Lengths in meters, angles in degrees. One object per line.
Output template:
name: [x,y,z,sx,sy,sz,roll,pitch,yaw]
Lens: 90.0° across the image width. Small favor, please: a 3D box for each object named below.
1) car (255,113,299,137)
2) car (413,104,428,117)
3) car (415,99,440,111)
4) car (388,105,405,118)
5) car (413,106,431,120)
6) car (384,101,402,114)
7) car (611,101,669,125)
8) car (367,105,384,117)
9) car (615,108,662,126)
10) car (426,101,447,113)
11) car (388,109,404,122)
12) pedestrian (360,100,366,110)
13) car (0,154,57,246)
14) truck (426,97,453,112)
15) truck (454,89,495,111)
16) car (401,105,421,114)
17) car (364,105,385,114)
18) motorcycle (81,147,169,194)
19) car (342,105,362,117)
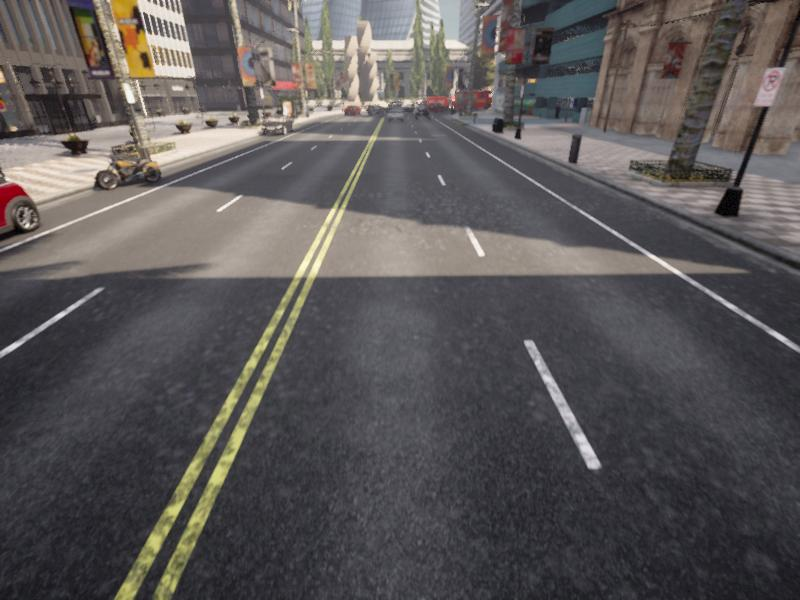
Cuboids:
car: [-10.440,-15.074,34.302,2.231,1.521,4.892,-1,27,0]
car: [3.167,-28.815,60.790,1.801,1.575,5.366,3,28,6]
car: [5.509,-39.173,80.335,2.150,2.045,5.566,20,34,34]
car: [-0.415,-27.980,59.235,2.038,1.542,4.974,2,27,4]
car: [2.936,-25.066,53.563,2.128,1.511,4.902,0,27,0]
car: [-1.157,-33.970,70.499,1.905,1.878,3.866,10,29,19]
car: [24.377,-19.254,41.017,2.435,2.045,5.566,-1,27,0]
car: [-3.709,-29.377,62.078,1.812,1.442,4.674,3,27,6]
car: [24.380,-18.879,41.145,2.007,1.523,4.514,-1,27,0]
car: [6.456,-33.906,70.375,2.097,1.767,4.553,14,30,25]
car: [-0.539,-22.936,49.704,1.895,1.301,4.718,-1,27,0]
pedestrian: [-7.420,-39.360,80.658,0.751,1.860,0.751,11,29,21]
car: [-10.136,-1.734,8.133,2.185,1.767,4.553,-1,27,0]
truck: [7.716,-38.084,77.720,2.627,2.467,5.204,20,34,34]
truck: [14.772,-39.765,79.416,8.468,3.827,2.891,-21,34,-34]
car: [1.982,-33.017,69.227,1.895,1.301,4.718,10,29,19]
car: [-4.474,-34.221,71.641,1.895,1.301,4.718,10,29,19]
motorcycle: [-10.063,-4.852,14.802,0.764,1.277,2.356,14,31,26]
car: [-7.298,-29.233,61.741,1.882,1.535,5.008,3,27,6]
